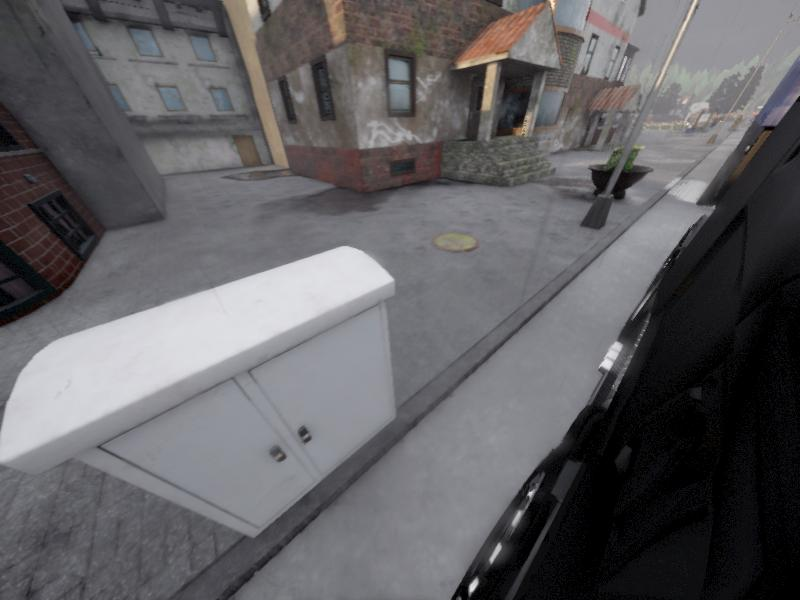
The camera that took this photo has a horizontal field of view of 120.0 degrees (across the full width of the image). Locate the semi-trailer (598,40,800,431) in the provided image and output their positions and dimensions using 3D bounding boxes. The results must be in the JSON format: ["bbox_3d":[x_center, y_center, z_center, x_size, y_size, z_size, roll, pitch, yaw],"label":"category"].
[{"bbox_3d":[8.711,-3.579,4.240,14.254,4.402,2.717,-28,44,-30],"label":"semi-trailer"}]

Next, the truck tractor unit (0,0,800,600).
[{"bbox_3d":[2.645,-0.295,0.351,6.516,4.208,3.053,-28,44,-30],"label":"truck tractor unit"}]
